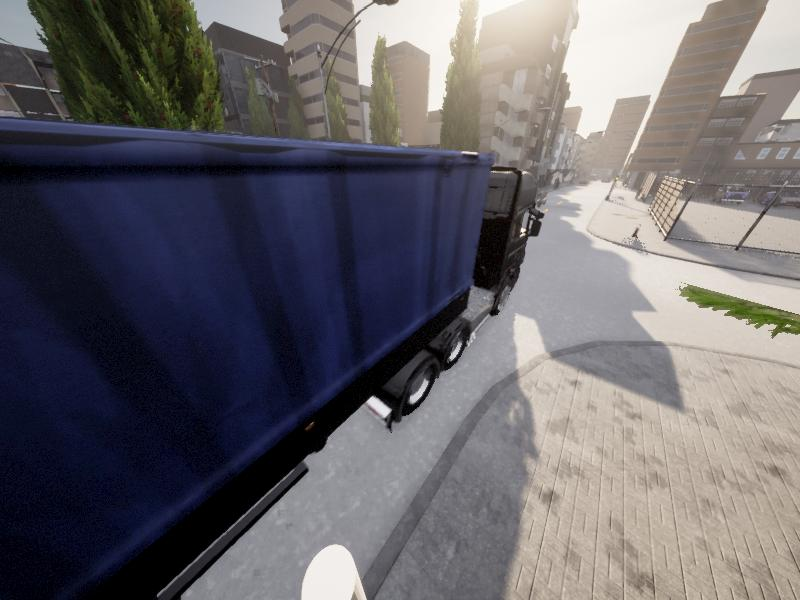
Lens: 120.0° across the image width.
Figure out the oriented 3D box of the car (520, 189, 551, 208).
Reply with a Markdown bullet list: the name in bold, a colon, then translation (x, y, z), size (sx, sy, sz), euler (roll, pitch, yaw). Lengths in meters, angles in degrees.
- **car**: translation (16.042, -12.014, 27.288), size (2.007, 1.525, 4.514), euler (23, 37, 34)

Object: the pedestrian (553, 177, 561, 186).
- **pedestrian**: translation (35.905, -27.108, 52.841), size (0.751, 1.860, 0.751), euler (22, 37, 33)

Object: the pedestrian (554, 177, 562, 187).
- **pedestrian**: translation (34.770, -25.955, 50.845), size (0.751, 1.860, 0.751), euler (25, 39, 37)

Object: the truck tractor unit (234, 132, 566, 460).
- **truck tractor unit**: translation (0.942, -1.043, 5.596), size (3.053, 4.208, 6.516), euler (23, 37, 34)

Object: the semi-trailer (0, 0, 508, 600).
- **semi-trailer**: translation (-4.113, 1.915, 0.269), size (2.717, 4.402, 14.254), euler (22, 37, 34)

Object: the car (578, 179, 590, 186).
- **car**: translation (49.013, -31.361, 61.455), size (1.895, 1.301, 4.718), euler (23, 37, 34)

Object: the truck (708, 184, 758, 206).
- **truck**: translation (40.630, -13.001, 28.353), size (2.069, 2.038, 4.478), euler (23, 37, 34)

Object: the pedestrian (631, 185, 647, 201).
- **pedestrian**: translation (30.749, -13.778, 29.756), size (0.751, 1.860, 0.751), euler (23, 37, 34)

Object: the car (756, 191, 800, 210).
- **car**: translation (43.557, -11.395, 26.194), size (2.033, 1.415, 5.357), euler (23, 37, 34)

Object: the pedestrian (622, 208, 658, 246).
- **pedestrian**: translation (13.457, -4.134, 13.031), size (0.751, 1.860, 0.751), euler (22, 36, 33)

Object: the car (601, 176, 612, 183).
- **car**: translation (62.942, -36.686, 70.341), size (2.033, 1.649, 4.856), euler (23, 37, 34)
